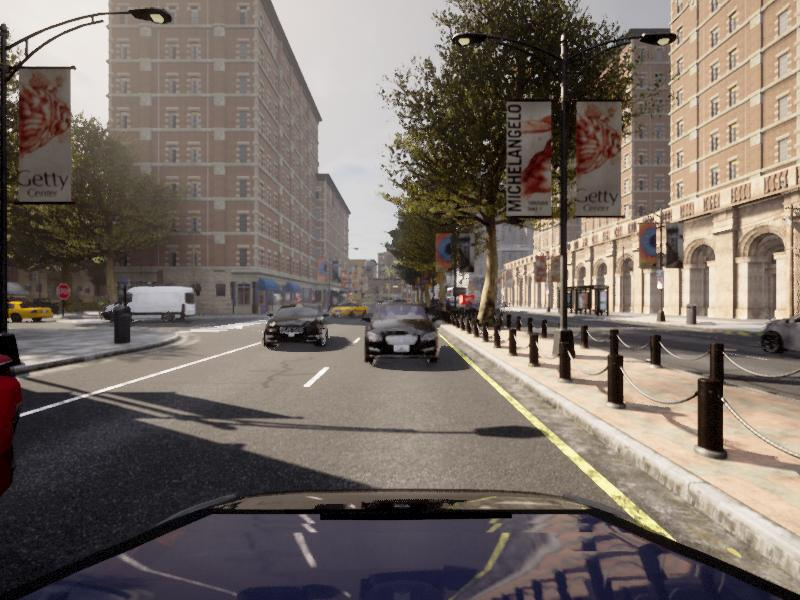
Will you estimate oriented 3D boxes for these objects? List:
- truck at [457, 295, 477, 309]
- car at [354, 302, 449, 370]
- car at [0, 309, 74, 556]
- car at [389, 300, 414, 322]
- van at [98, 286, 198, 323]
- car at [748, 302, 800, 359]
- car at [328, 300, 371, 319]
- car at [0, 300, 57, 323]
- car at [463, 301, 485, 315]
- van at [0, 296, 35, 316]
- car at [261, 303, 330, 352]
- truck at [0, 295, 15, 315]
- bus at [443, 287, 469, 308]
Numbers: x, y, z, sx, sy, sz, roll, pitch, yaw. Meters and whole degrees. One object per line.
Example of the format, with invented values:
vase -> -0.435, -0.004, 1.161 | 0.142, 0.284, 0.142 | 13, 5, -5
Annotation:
truck -> 11.738, 0.354, 70.644 | 2.627, 2.467, 5.204 | 0, 0, 0
car -> 0.040, 0.836, 11.501 | 2.128, 1.511, 4.902 | 0, 0, 0
car -> -3.495, 0.828, 0.791 | 2.007, 1.525, 4.514 | 0, 0, 0
car -> 0.103, 0.788, 31.159 | 1.851, 1.617, 3.988 | 0, 0, 0
van -> -18.181, 0.323, 29.082 | 5.915, 2.561, 1.988 | 0, 0, -4
car -> 11.540, 0.827, 10.389 | 1.845, 1.501, 3.633 | 0, 0, 0
car -> -4.480, 0.801, 36.610 | 1.801, 1.575, 5.366 | 0, 0, 18
car -> -28.277, 0.802, 28.894 | 5.366, 1.575, 1.801 | 0, 0, -1
car -> 8.151, 0.826, 44.316 | 1.845, 1.501, 3.633 | 0, 0, 0
van -> -41.380, 0.600, 42.154 | 1.775, 1.987, 4.442 | 0, 0, 0
car -> -3.630, 0.846, 14.699 | 1.837, 1.490, 4.892 | 0, 0, -7
truck -> -44.849, 0.543, 42.276 | 2.390, 2.098, 6.274 | 0, 0, 0
bus -> 11.664, -0.538, 84.398 | 3.944, 4.253, 10.273 | 0, 0, 0
